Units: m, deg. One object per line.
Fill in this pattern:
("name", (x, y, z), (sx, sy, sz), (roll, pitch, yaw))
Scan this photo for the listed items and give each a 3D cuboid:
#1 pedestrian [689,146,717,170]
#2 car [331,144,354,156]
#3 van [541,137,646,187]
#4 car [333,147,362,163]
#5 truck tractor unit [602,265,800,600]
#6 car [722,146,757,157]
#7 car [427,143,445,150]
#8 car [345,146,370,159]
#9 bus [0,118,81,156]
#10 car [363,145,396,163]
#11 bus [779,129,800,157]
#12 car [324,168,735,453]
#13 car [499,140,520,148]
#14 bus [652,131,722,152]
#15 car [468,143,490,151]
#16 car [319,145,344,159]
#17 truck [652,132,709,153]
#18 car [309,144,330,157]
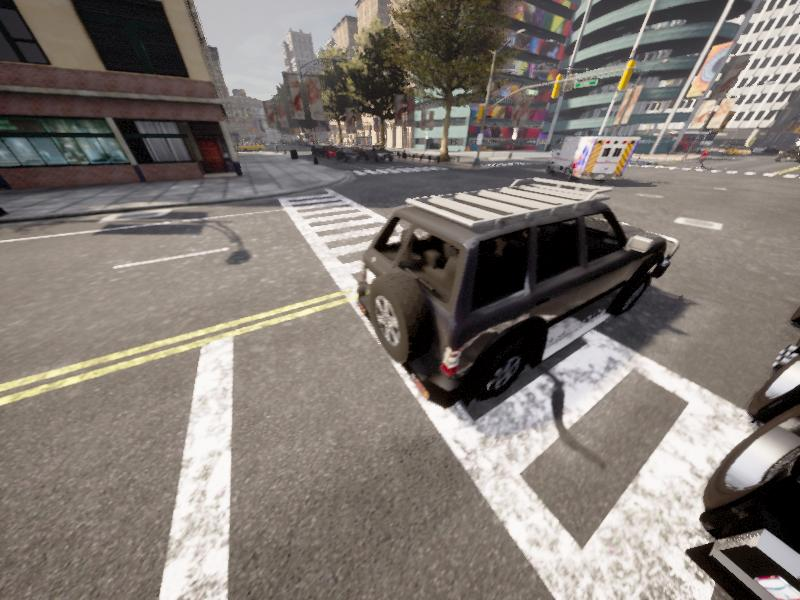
("pedestrian", (28.455, -13.323, 21.707), (0.751, 1.860, 0.751), (-20, 40, -26))
("car", (-9.599, -25.021, 38.544), (2.128, 1.511, 4.902), (-18, 39, -24))
("van", (12.540, -9.694, 15.906), (2.351, 2.431, 6.366), (5, 35, 6))
("car", (-6.557, -18.042, 28.602), (1.812, 1.442, 4.674), (-18, 39, -24))
("truck tractor unit", (5.111, -0.301, 0.778), (6.516, 4.208, 3.053), (-18, 39, -24))
("car", (61.908, -27.224, 42.255), (1.801, 1.575, 5.366), (20, 39, 26))
("car", (9.490, -41.313, 61.971), (2.161, 1.482, 4.786), (-18, 39, -25))
("car", (-6.260, -21.654, 33.859), (1.994, 1.385, 4.181), (-18, 39, -25))
("bus", (-56.406, -25.068, 35.814), (3.944, 4.253, 10.273), (-18, 38, -24))
("car", (-2.626, -18.184, 28.640), (2.242, 1.667, 4.611), (-18, 39, -24))
("bus", (71.891, -26.215, 38.531), (3.944, 4.253, 10.273), (17, 38, 22))
("car", (1.699, -0.538, 3.143), (4.605, 1.855, 1.932), (-18, 39, -24))
("car", (35.312, -50.368, 74.521), (2.435, 2.045, 5.566), (-18, 39, -25))
("bus", (73.820, -41.226, 60.113), (3.944, 4.253, 10.273), (-5, 35, -7))
("car", (18.872, -36.764, 55.443), (2.128, 1.511, 4.902), (-18, 39, -25))
("car", (-9.928, -21.363, 33.273), (2.007, 1.525, 4.514), (-18, 39, -24))
("truck", (67.171, -37.982, 55.772), (2.891, 3.827, 8.468), (2, 35, 2))
("car", (-13.232, -24.589, 37.908), (1.837, 1.490, 4.892), (-18, 39, -25))
